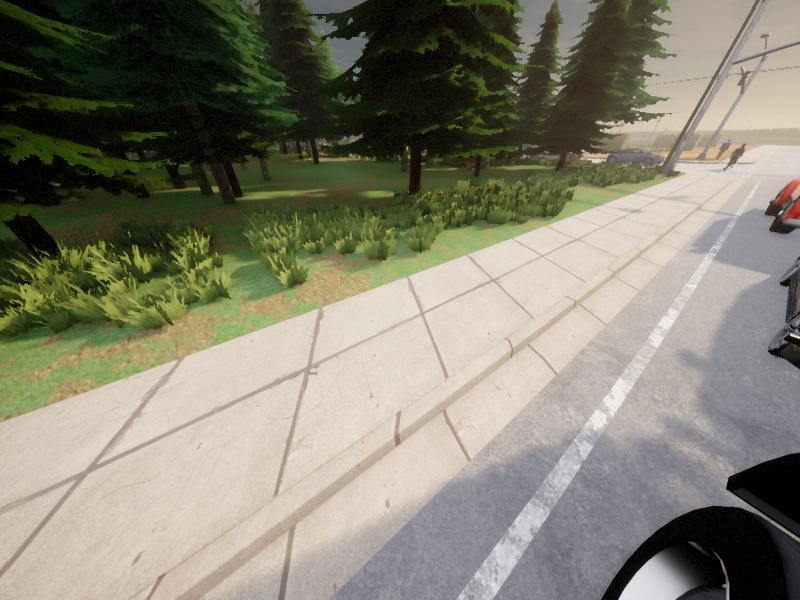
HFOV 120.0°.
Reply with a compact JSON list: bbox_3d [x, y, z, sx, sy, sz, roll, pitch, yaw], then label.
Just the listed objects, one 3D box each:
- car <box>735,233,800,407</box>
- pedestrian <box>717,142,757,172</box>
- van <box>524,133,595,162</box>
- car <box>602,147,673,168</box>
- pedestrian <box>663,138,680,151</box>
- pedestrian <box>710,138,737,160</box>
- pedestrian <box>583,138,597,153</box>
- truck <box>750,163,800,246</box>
[{"bbox_3d":[6.440,-0.039,2.633,4.902,1.511,2.128,-22,41,-28],"label":"car"},{"bbox_3d":[25.312,-10.767,17.403,0.751,1.860,0.751,-15,38,-20],"label":"pedestrian"},{"bbox_3d":[18.096,-17.639,26.674,1.988,2.561,5.915,-22,40,-28],"label":"van"},{"bbox_3d":[22.404,-13.635,21.978,1.994,1.385,4.181,-22,41,-28],"label":"car"},{"bbox_3d":[44.957,-25.777,38.279,0.751,1.860,0.751,2,35,4],"label":"pedestrian"},{"bbox_3d":[33.565,-15.656,23.999,0.751,1.860,0.751,22,41,28],"label":"pedestrian"},{"bbox_3d":[29.409,-23.935,35.769,0.751,1.860,0.751,-8,36,-11],"label":"pedestrian"},{"bbox_3d":[12.429,-3.013,5.960,5.204,2.467,2.627,-23,41,-28],"label":"truck"}]
